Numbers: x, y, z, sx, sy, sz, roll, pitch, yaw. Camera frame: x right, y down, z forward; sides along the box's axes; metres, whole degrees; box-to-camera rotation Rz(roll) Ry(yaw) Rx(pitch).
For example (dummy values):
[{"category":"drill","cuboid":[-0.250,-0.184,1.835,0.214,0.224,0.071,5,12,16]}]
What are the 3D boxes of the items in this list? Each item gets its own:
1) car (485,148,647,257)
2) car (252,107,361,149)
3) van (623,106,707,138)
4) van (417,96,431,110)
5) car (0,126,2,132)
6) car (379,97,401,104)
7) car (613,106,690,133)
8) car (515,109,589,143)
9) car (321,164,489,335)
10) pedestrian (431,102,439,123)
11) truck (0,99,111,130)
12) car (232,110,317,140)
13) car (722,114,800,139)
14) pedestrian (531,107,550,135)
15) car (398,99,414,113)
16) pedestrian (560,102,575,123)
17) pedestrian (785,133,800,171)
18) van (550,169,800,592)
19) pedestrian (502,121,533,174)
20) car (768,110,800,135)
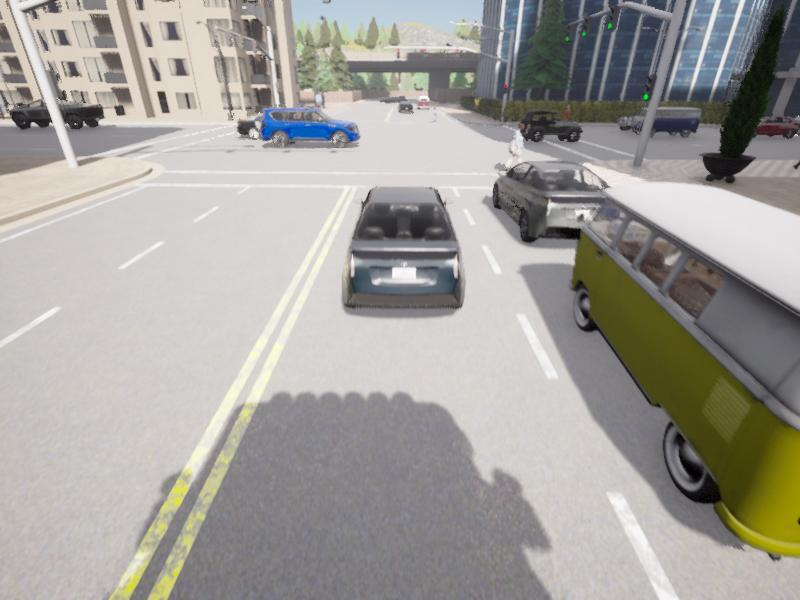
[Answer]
[{"category":"car","cuboid":[3.580,-2.613,9.757,2.007,1.525,4.514,0,28,0]},{"category":"car","cuboid":[-5.113,-9.827,22.797,5.566,2.045,2.150,0,28,0]},{"category":"van","cuboid":[19.178,-12.986,29.167,4.442,1.987,1.775,0,28,0]},{"category":"van","cuboid":[3.932,-33.010,66.965,2.069,2.038,4.480,0,28,0]},{"category":"car","cuboid":[-32.437,-12.983,28.896,4.856,1.649,2.033,0,28,0]},{"category":"car","cuboid":[-2.188,-44.387,88.952,4.892,1.490,1.837,0,28,0]},{"category":"car","cuboid":[20.182,-14.566,32.296,4.605,1.855,1.932,0,28,0]},{"category":"car","cuboid":[9.766,-11.342,26.026,3.866,1.878,1.905,0,28,0]},{"category":"car","cuboid":[0.063,-1.254,7.131,2.007,1.525,4.514,0,28,0]},{"category":"pedestrian","cuboid":[3.461,-18.562,39.646,0.751,1.860,0.751,1,28,1]},{"category":"truck","cuboid":[-27.297,-14.772,31.855,6.274,2.098,2.390,0,28,0]},{"category":"car","cuboid":[-8.564,-12.078,27.462,5.238,1.638,1.930,-10,30,-19]},{"category":"car","cuboid":[26.661,-12.737,29.336,4.193,1.474,1.816,0,28,0]},{"category":"pedestrian","cuboid":[10.468,-13.343,29.819,0.751,1.860,0.751,-7,29,-14]},{"category":"car","cuboid":[0.776,-28.243,58.291,1.930,1.638,5.238,-2,28,-3]},{"category":"pedestrian","cuboid":[16.177,-18.144,38.684,0.751,1.860,0.751,0,28,0]},{"category":"pedestrian","cuboid":[16.372,-6.134,15.869,0.751,1.860,0.751,-1,28,-3]},{"category":"van","cuboid":[3.226,0.068,4.165,1.775,1.987,4.442,2,28,4]},{"category":"pedestrian","cuboid":[4.637,-6.036,15.863,0.751,1.860,0.751,-1,28,-2]},{"category":"car","cuboid":[33.626,-14.411,32.446,5.027,1.651,2.152,0,28,0]}]
